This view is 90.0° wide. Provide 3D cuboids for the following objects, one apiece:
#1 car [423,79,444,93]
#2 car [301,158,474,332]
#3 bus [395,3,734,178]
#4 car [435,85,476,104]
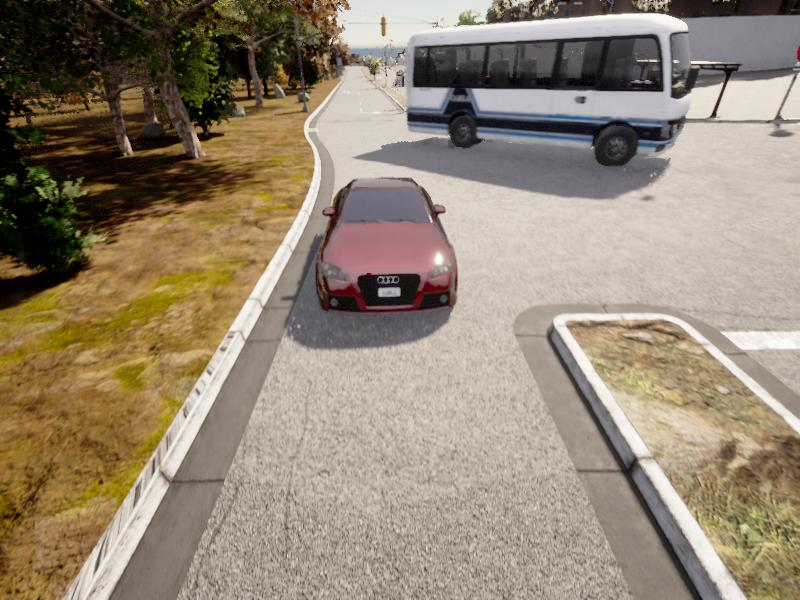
[{"bbox_3d":[4.495,-29.253,54.681,2.163,1.488,4.792,-2,31,-4],"label":"car"},{"bbox_3d":[-0.264,-1.260,6.773,1.994,1.385,4.181,-2,30,-3],"label":"car"},{"bbox_3d":[5.129,-7.905,14.992,10.273,4.253,3.944,22,40,33],"label":"bus"},{"bbox_3d":[5.548,-21.205,41.096,2.033,1.411,5.357,-9,32,-15],"label":"car"}]
